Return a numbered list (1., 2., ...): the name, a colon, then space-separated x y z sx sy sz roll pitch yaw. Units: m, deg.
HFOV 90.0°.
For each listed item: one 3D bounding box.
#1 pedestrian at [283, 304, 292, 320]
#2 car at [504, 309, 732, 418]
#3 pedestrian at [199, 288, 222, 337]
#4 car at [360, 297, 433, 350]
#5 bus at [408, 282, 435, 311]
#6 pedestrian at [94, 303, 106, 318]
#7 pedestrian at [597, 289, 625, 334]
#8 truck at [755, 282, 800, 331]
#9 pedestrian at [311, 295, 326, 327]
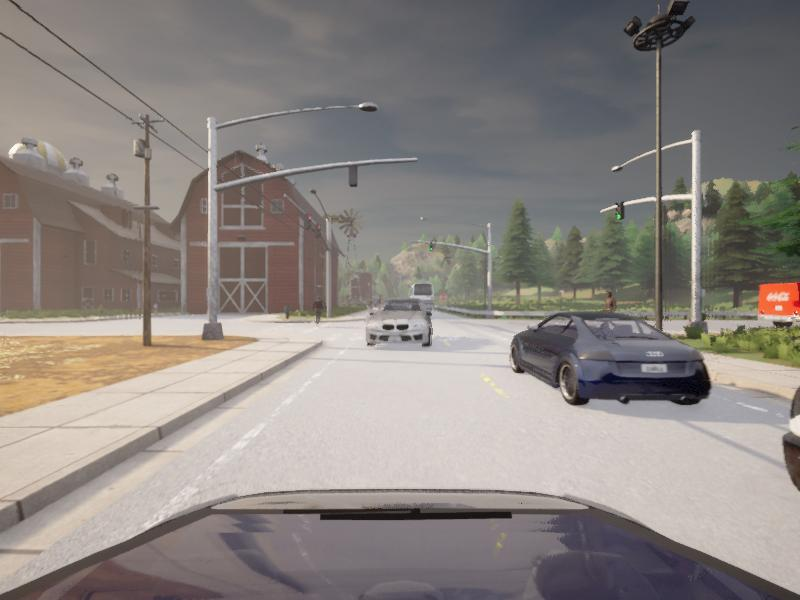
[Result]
1. pedestrian: -7.897 0.846 28.072 0.500 1.100 0.500 0 0 -34
2. car: 3.491 0.910 7.502 1.994 1.385 4.181 0 0 0
3. pedestrian: -7.275 0.466 15.385 0.751 1.860 0.751 0 0 -20
4. car: 0.057 0.758 14.964 2.242 1.667 4.611 0 0 6
5. bus: 3.333 -0.515 65.027 3.944 4.253 10.273 0 0 0
6. pedestrian: -22.521 0.763 30.052 0.500 1.100 0.500 0 0 19
7. pedestrian: 8.935 0.470 16.971 0.751 1.860 0.751 0 0 -23
8. truck: 22.668 0.333 21.335 5.204 2.467 2.627 0 0 -1
9. pedestrian: -4.738 0.618 23.204 0.751 1.860 0.751 0 0 -1
